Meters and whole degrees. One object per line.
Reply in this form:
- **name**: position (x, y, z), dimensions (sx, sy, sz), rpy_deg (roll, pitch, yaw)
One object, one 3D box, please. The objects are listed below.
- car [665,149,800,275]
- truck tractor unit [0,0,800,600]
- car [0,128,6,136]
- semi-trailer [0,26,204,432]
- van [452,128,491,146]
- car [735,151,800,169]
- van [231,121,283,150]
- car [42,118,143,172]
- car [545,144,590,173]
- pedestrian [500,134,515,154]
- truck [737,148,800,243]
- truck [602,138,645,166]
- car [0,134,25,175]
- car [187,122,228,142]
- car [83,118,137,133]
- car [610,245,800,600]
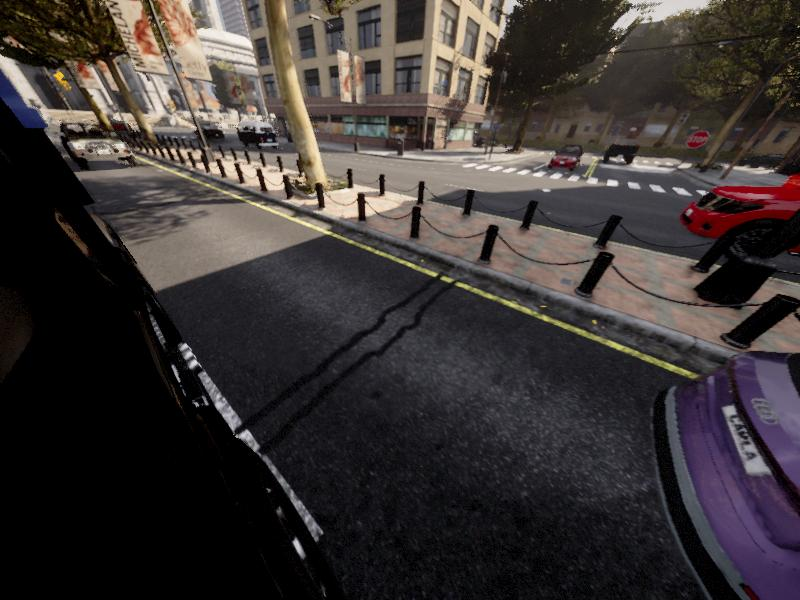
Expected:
- **car**: position (9.850, -1.498, 4.582), dimensions (5.566, 2.045, 2.150), rpy_deg (26, 43, 28)
- **truck tractor unit**: position (-2.645, -0.295, 0.351), dimensions (6.516, 4.208, 3.053), rpy_deg (28, 44, 30)
- **car**: position (-41.525, -16.699, 22.044), dimensions (4.674, 1.442, 1.812), rpy_deg (8, 37, 6)
- **semi-trailer**: position (-8.841, -3.508, 4.076), dimensions (14.254, 4.402, 2.717), rpy_deg (27, 43, 28)
- **van**: position (13.495, -31.254, 44.209), dimensions (6.366, 2.431, 2.351), rpy_deg (26, 43, 28)
- **car**: position (45.896, -17.512, 28.850), dimensions (4.181, 1.385, 1.994), rpy_deg (27, 43, 29)
- **van**: position (-13.686, -15.762, 22.100), dimensions (4.480, 2.038, 2.069), rpy_deg (26, 43, 28)
- **car**: position (-15.197, -7.738, 11.432), dimensions (4.605, 1.855, 1.932), rpy_deg (26, 43, 28)
- **car**: position (13.144, -11.165, 18.062), dimensions (1.851, 1.617, 3.988), rpy_deg (27, 43, 29)
- **pedestrian**: position (12.168, -17.756, 26.288), dimensions (0.751, 1.860, 0.751), rpy_deg (-6, 38, -12)
- **truck**: position (13.722, -2.409, 5.690), dimensions (5.204, 2.467, 2.627), rpy_deg (26, 43, 28)
- **truck**: position (23.907, -16.077, 24.904), dimensions (2.390, 2.098, 6.274), rpy_deg (26, 42, 27)
- **car**: position (-18.367, -6.498, 9.886), dimensions (4.892, 1.490, 1.837), rpy_deg (27, 43, 28)
- **car**: position (-23.252, -20.305, 27.874), dimensions (5.238, 1.638, 1.930), rpy_deg (26, 43, 28)
- **car**: position (-40.636, -24.491, 32.468), dimensions (4.792, 1.488, 2.163), rpy_deg (8, 37, 6)
- **car**: position (3.709, 1.694, 0.274), dimensions (4.856, 1.649, 2.033), rpy_deg (26, 43, 28)
